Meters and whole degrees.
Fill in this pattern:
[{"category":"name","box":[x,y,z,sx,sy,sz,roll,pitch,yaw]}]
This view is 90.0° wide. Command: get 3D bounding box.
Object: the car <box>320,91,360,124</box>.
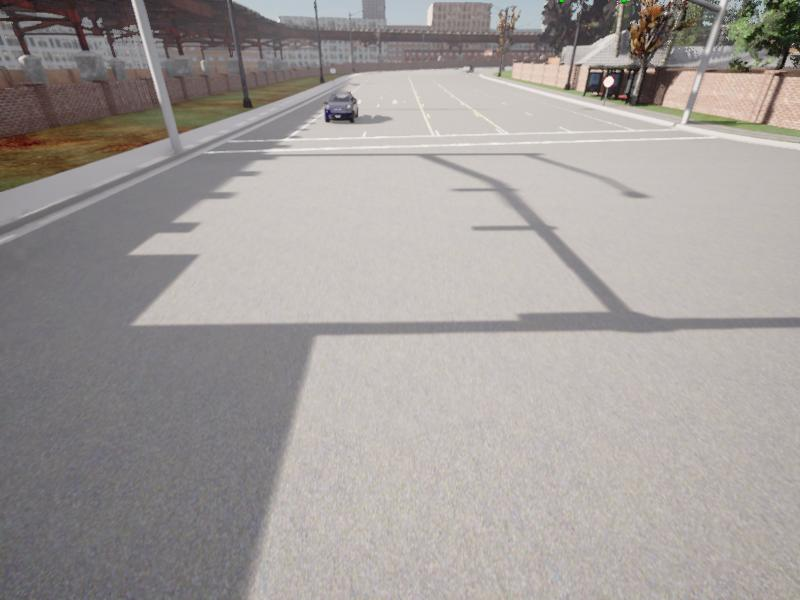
[{"category":"car","box":[-3.507,-11.596,23.993,1.845,1.501,3.633,0,31,0]}]
